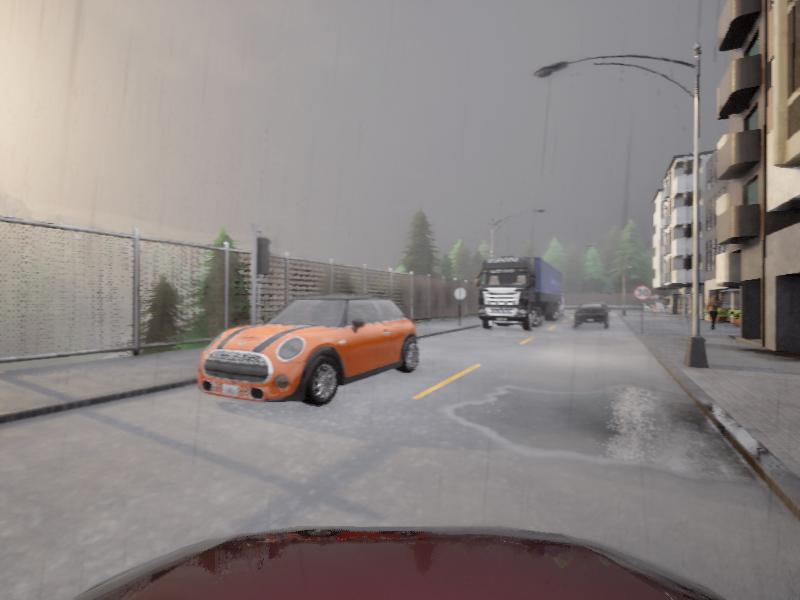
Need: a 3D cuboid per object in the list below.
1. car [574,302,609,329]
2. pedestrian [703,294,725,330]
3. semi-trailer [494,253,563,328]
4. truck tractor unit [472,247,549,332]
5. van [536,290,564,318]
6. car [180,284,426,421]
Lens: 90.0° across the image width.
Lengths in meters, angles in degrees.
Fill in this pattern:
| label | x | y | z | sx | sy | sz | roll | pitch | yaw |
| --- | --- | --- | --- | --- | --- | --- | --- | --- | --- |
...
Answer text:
| label | x | y | z | sx | sy | sz | roll | pitch | yaw |
| --- | --- | --- | --- | --- | --- | --- | --- | --- | --- |
| car | 12.157 | 0.908 | 25.315 | 1.837 | 1.490 | 4.892 | 0 | 0 | 27 |
| pedestrian | 16.392 | 0.624 | 20.905 | 0.751 | 1.860 | 0.751 | 0 | 0 | 27 |
| semi-trailer | 10.282 | -0.569 | 30.413 | 2.717 | 4.402 | 14.254 | 0 | 0 | 27 |
| truck tractor unit | 6.676 | -0.493 | 23.374 | 3.053 | 4.208 | 6.516 | 0 | 0 | 27 |
| van | 14.815 | 0.399 | 39.283 | 1.988 | 2.561 | 5.915 | 0 | 0 | 27 |
| car | -1.380 | 0.683 | 7.661 | 2.097 | 1.767 | 4.553 | 0 | 0 | 27 |
